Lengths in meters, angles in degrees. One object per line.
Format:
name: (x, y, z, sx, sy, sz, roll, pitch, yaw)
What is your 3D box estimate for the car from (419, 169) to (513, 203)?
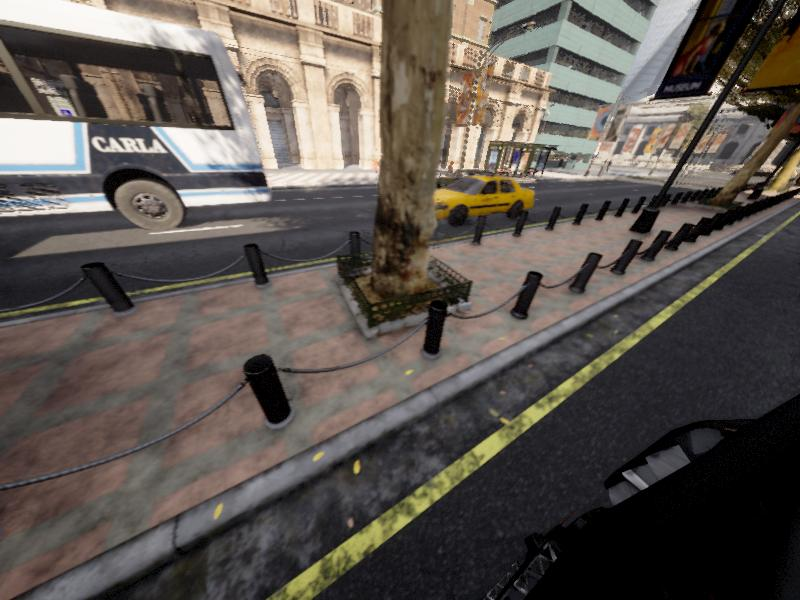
car: (3.564, -6.248, 12.463, 4.718, 1.301, 1.895, -16, 38, -26)

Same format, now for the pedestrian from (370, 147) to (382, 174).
pedestrian: (-1.973, -11.615, 19.264, 0.751, 1.860, 0.751, -12, 36, -21)

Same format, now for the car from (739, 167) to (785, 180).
car: (73.961, -26.025, 47.310, 1.932, 1.855, 4.605, -16, 38, -26)

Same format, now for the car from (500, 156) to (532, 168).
car: (19.721, -23.354, 39.143, 4.786, 1.482, 2.161, -16, 38, -26)

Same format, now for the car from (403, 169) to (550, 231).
car: (2.912, -3.940, 8.682, 5.366, 1.575, 1.801, -16, 38, -26)

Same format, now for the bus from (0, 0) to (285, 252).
bus: (-8.934, -3.822, 5.138, 10.273, 4.253, 3.944, -17, 38, -26)

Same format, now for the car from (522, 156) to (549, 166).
car: (27.670, -28.289, 47.129, 4.902, 1.511, 2.128, -16, 38, -26)

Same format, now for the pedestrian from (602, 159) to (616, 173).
pedestrian: (32.649, -20.973, 36.105, 0.751, 1.860, 0.751, -13, 37, -22)

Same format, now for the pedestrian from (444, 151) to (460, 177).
pedestrian: (4.413, -11.577, 19.717, 0.751, 1.860, 0.751, -12, 36, -21)

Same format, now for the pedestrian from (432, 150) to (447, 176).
pedestrian: (3.383, -11.735, 19.872, 0.751, 1.860, 0.751, -11, 36, -20)
